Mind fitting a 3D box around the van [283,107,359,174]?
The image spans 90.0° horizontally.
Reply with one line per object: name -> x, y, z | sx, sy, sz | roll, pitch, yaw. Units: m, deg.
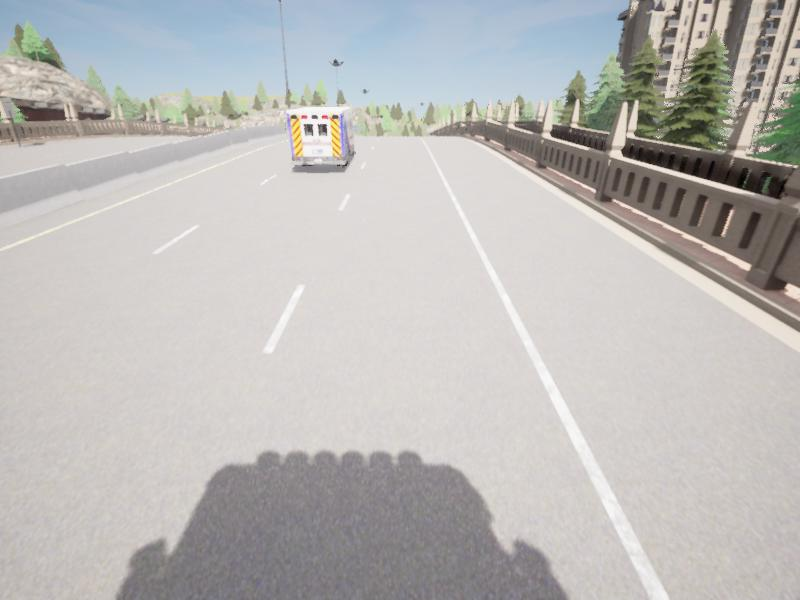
van -> -3.494, -7.935, 19.396 | 2.351, 2.431, 6.366 | 0, 27, 0

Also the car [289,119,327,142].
car -> -6.994, -13.007, 30.663 | 1.970, 1.475, 3.806 | 0, 25, 0
